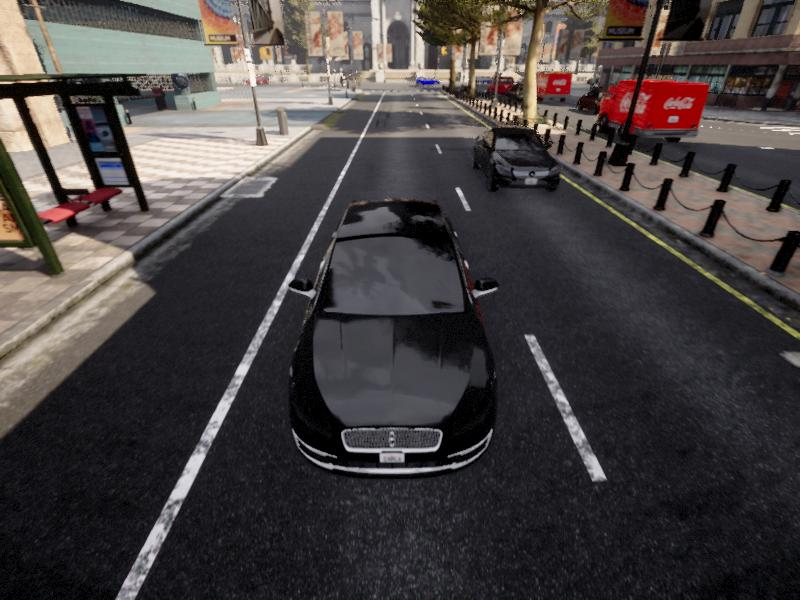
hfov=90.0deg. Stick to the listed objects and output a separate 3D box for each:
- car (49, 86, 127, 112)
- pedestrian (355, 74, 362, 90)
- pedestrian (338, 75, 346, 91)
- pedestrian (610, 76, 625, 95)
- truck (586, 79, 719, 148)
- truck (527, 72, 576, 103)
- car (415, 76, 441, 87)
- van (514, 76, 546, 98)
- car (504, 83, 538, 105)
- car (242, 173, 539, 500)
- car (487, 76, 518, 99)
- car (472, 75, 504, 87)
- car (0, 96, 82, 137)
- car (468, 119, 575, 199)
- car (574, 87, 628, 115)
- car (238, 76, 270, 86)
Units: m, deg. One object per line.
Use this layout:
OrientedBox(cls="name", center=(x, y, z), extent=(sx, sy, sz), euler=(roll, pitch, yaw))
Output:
OrientedBox(cls="car", center=(-23.639, -15.450, 30.654), extent=(2.128, 1.511, 4.902), euler=(0, 30, 0))
OrientedBox(cls="pedestrian", center=(-5.694, -29.975, 55.033), extent=(0.751, 1.860, 0.751), euler=(1, 30, 2))
OrientedBox(cls="pedestrian", center=(-7.768, -29.091, 53.521), extent=(0.751, 1.860, 0.751), euler=(6, 31, 10))
OrientedBox(cls="pedestrian", center=(24.591, -24.241, 45.256), extent=(0.751, 1.860, 0.751), euler=(-2, 30, -3))
OrientedBox(cls="truck", center=(11.369, -8.900, 18.771), extent=(2.627, 2.467, 5.204), euler=(0, 30, 0))
OrientedBox(cls="truck", center=(14.766, -20.984, 39.425), extent=(2.627, 2.467, 5.204), euler=(0, 30, 0))
OrientedBox(cls="car", center=(4.754, -37.112, 67.960), extent=(4.193, 1.474, 1.816), euler=(0, 30, 0))
OrientedBox(cls="van", center=(14.740, -24.397, 45.685), extent=(2.069, 2.038, 4.480), euler=(0, 30, 0))
OrientedBox(cls="car", center=(11.282, -19.396, 37.566), extent=(1.851, 1.617, 3.988), euler=(0, 30, 0))
OrientedBox(cls="car", center=(-0.069, -0.262, 4.966), extent=(1.837, 1.490, 4.892), euler=(0, 30, 0))
OrientedBox(cls="car", center=(11.225, -23.591, 44.300), extent=(2.150, 2.045, 5.566), euler=(1, 30, 1))
OrientedBox(cls="car", center=(14.824, -37.177, 67.920), extent=(4.856, 1.649, 2.033), euler=(0, 30, 0))
OrientedBox(cls="car", center=(-19.460, -9.572, 20.689), extent=(2.161, 1.482, 4.786), euler=(0, 30, 0))
OrientedBox(cls="car", center=(3.372, -4.447, 12.170), extent=(1.812, 1.442, 4.674), euler=(0, 30, 0))
OrientedBox(cls="car", center=(14.869, -14.878, 29.846), extent=(1.851, 1.617, 3.988), euler=(-1, 30, -1))
OrientedBox(cls="car", center=(-25.882, -38.881, 70.969), extent=(4.792, 1.488, 2.163), euler=(0, 30, 0))
